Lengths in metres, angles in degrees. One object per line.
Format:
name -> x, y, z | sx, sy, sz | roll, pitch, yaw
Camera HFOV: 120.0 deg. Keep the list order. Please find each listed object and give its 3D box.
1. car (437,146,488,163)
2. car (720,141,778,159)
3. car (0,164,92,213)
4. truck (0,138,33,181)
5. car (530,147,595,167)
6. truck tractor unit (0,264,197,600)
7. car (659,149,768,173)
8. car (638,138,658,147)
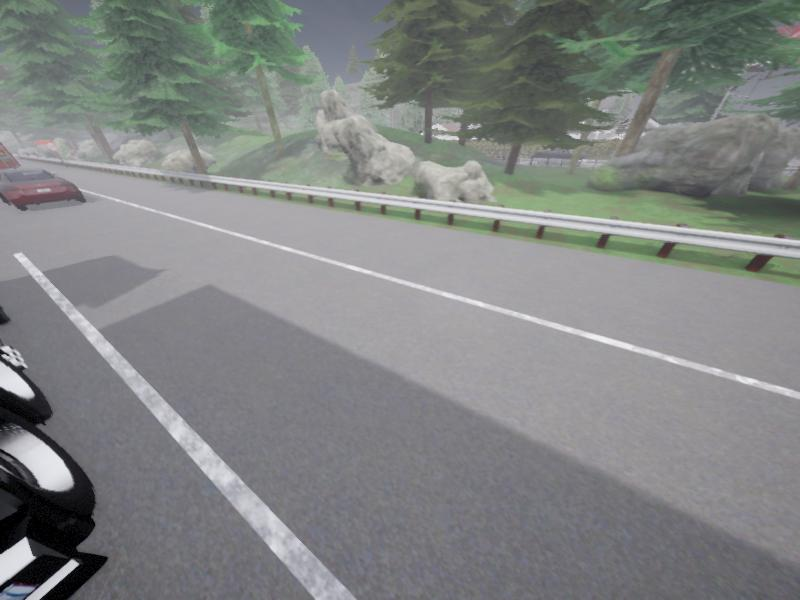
car -> 7.387, -17.398, 27.547 | 5.366, 1.575, 1.801 | 18, 39, 25
car -> 44.521, -19.286, 29.645 | 2.242, 1.667, 4.611 | 19, 39, 23
car -> -16.277, -5.070, 10.244 | 4.181, 1.385, 1.994 | 18, 39, 24
truck -> -32.434, -11.338, 17.255 | 8.468, 3.827, 2.891 | 18, 39, 24
car -> 16.191, -14.486, 23.320 | 5.008, 1.535, 1.882 | 18, 39, 24
truck tractor unit -> -5.113, -0.298, 0.786 | 6.516, 4.208, 3.053 | 18, 39, 24
car -> 25.249, -11.498, 18.979 | 4.792, 1.488, 2.163 | 18, 39, 25
car -> 68.306, -43.448, 63.672 | 2.150, 2.045, 5.566 | 18, 39, 24
